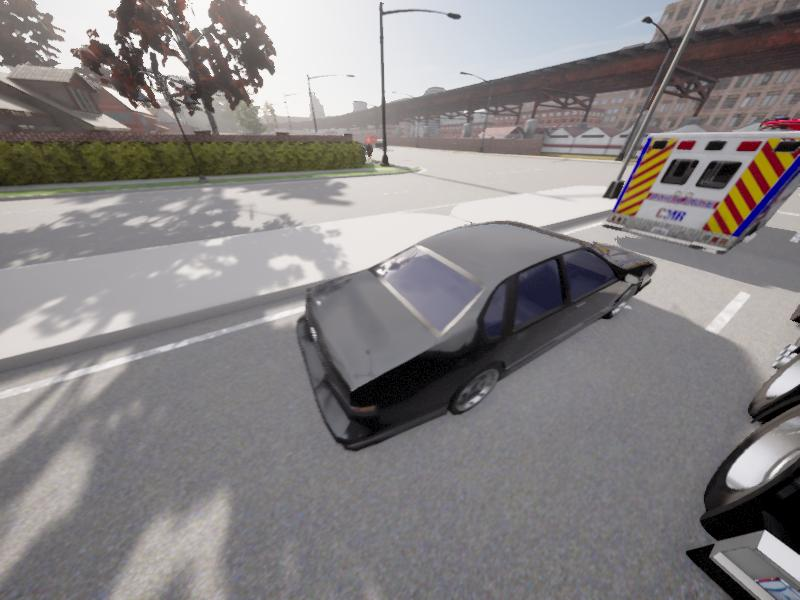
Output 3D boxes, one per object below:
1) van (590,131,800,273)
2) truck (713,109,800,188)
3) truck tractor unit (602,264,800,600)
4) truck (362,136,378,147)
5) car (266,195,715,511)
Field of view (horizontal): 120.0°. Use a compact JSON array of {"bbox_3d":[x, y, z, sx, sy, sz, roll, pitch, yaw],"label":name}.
[{"bbox_3d":[8.763,-3.060,6.348,6.366,2.431,2.351,-18,39,-24],"label":"van"},{"bbox_3d":[25.563,-8.364,12.872,2.891,3.827,8.468,-18,39,-24],"label":"truck"},{"bbox_3d":[5.107,-0.304,0.782,6.516,4.208,3.053,-18,39,-24],"label":"truck tractor unit"},{"bbox_3d":[-8.730,-46.632,67.844,2.627,2.467,5.204,-18,40,-24],"label":"truck"},{"bbox_3d":[1.449,-0.252,3.161,5.357,1.411,2.033,-18,39,-24],"label":"car"}]
